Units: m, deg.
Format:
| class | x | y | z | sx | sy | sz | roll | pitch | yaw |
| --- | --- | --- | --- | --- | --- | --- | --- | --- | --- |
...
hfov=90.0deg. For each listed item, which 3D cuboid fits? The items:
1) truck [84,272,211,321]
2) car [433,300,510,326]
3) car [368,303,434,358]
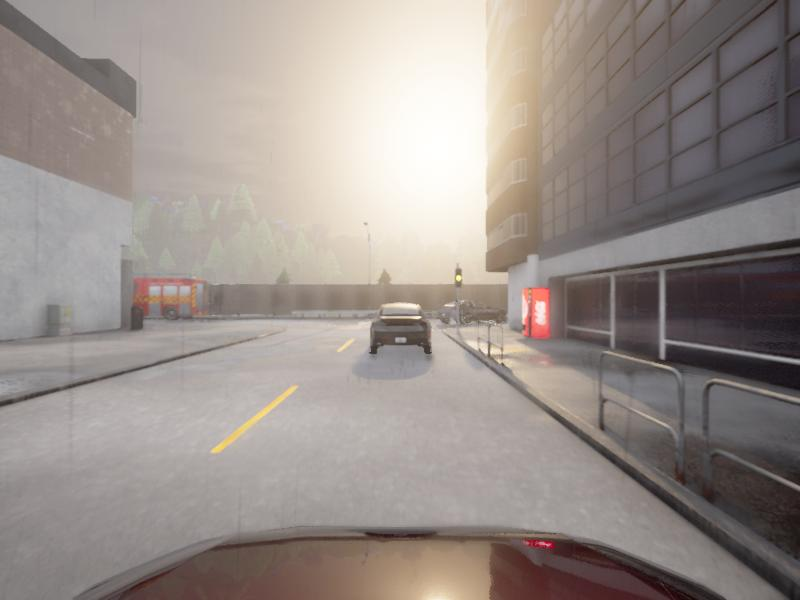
| class | x | y | z | sx | sy | sz | roll | pitch | yaw |
| --- | --- | --- | --- | --- | --- | --- | --- | --- | --- |
| truck | -20.305 | -0.261 | 32.518 | 8.468 | 3.827 | 2.891 | 0 | 0 | 0 |
| car | 4.927 | 0.830 | 27.212 | 5.027 | 1.651 | 2.152 | 0 | -1 | -33 |
| car | 0.022 | 0.869 | 13.546 | 1.837 | 1.490 | 4.892 | 0 | 0 | 0 |
